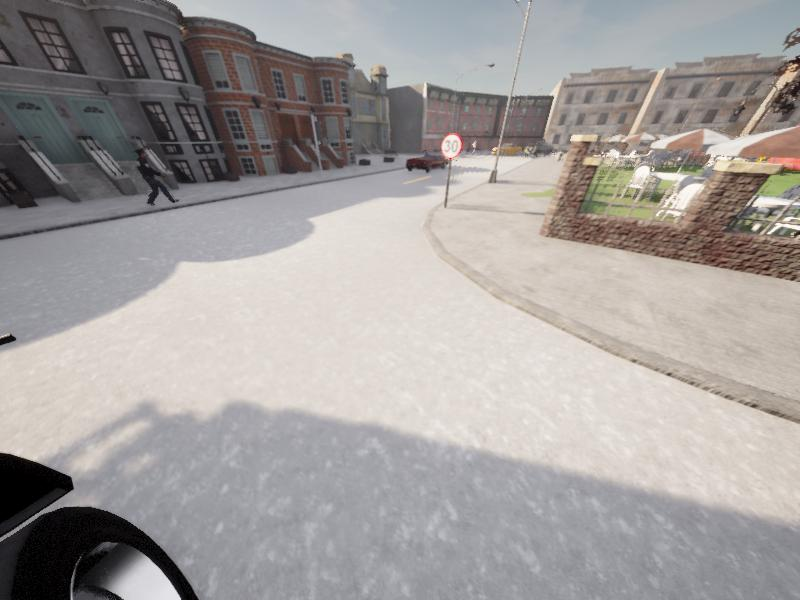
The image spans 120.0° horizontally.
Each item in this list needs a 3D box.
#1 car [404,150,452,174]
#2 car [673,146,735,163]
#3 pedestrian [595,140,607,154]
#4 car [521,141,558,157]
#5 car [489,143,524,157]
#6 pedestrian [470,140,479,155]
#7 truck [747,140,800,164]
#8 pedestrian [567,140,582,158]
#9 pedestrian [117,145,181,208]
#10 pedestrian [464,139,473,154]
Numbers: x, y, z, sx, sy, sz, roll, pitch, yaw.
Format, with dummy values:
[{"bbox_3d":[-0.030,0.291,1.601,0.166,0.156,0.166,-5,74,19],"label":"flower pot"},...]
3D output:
[{"bbox_3d":[2.369,-11.313,18.831,1.895,1.301,4.718,20,40,26],"label":"car"},{"bbox_3d":[35.557,-17.146,27.172,3.806,1.475,1.970,20,40,25],"label":"car"},{"bbox_3d":[32.268,-24.533,37.064,0.751,1.860,0.751,26,43,31],"label":"pedestrian"},{"bbox_3d":[19.660,-21.310,32.618,4.605,1.855,1.932,-18,37,-24],"label":"car"},{"bbox_3d":[16.042,-22.590,34.700,5.008,1.535,1.882,-20,40,-27],"label":"car"},{"bbox_3d":[11.005,-22.502,34.036,0.751,1.860,0.751,18,39,23],"label":"pedestrian"},{"bbox_3d":[45.230,-16.637,25.982,6.274,2.098,2.390,20,40,25],"label":"truck"},{"bbox_3d":[22.272,-19.287,29.559,0.751,1.860,0.751,-25,42,-31],"label":"pedestrian"},{"bbox_3d":[-8.869,-4.388,8.226,0.751,1.860,0.751,26,43,32],"label":"pedestrian"},{"bbox_3d":[10.545,-23.526,35.483,0.751,1.860,0.751,-24,42,-31],"label":"pedestrian"}]
